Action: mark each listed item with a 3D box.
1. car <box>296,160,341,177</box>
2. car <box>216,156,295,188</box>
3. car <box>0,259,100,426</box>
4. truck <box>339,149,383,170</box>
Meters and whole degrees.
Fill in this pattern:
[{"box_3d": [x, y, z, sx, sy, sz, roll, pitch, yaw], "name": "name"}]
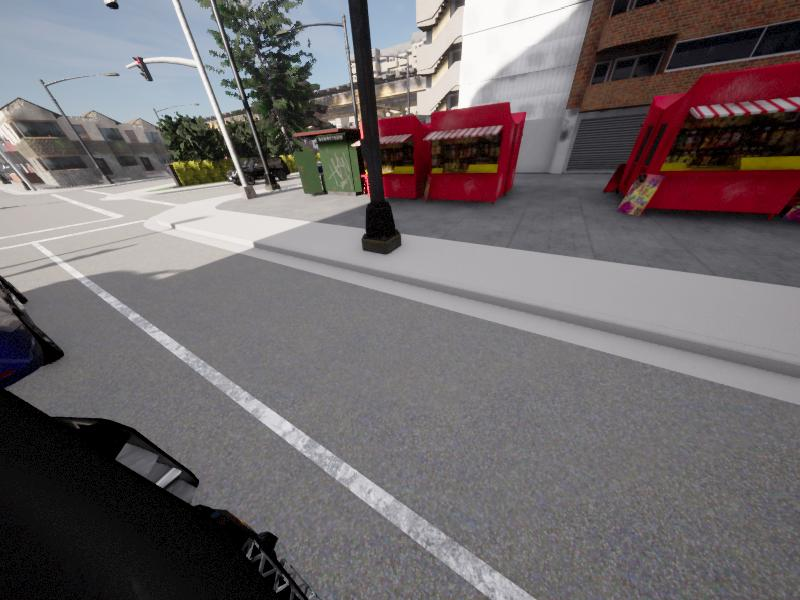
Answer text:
[{"box_3d": [-9.318, -15.287, 26.771, 1.895, 1.301, 4.718, 15, 38, 27], "name": "car"}, {"box_3d": [-13.018, -11.961, 21.370, 2.150, 2.045, 5.566, 15, 38, 27], "name": "car"}, {"box_3d": [-6.373, 0.267, 2.730, 4.792, 1.488, 2.163, 15, 38, 26], "name": "car"}, {"box_3d": [-5.275, -19.615, 32.248, 2.390, 2.098, 6.274, 15, 38, 27], "name": "truck"}]
